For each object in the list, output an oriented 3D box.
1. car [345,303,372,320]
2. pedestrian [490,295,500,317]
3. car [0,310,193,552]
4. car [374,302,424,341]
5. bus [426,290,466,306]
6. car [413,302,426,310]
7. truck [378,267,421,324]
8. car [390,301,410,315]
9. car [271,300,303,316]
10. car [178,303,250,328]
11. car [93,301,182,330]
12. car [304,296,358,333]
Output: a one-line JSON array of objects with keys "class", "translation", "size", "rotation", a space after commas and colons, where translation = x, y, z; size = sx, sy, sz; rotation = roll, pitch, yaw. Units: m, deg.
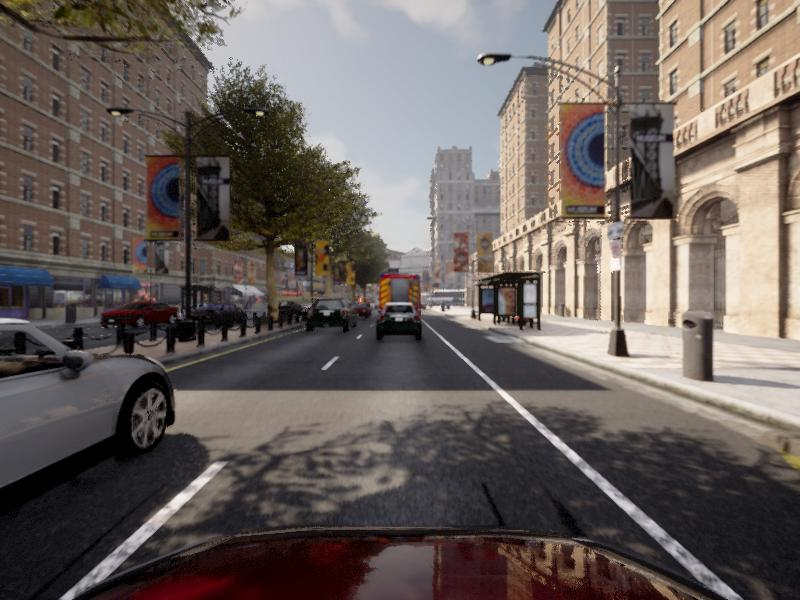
[{"class": "car", "translation": [-3.519, 0.941, 34.963], "size": [1.895, 1.301, 4.718], "rotation": [0, 0, 0]}, {"class": "pedestrian", "translation": [7.816, 0.483, 33.031], "size": [0.751, 1.860, 0.751], "rotation": [0, 0, 18]}, {"class": "car", "translation": [-3.505, 0.853, 2.965], "size": [1.970, 1.475, 3.806], "rotation": [0, 0, 0]}, {"class": "car", "translation": [-0.032, 0.852, 17.545], "size": [1.970, 1.475, 3.806], "rotation": [0, 0, 0]}, {"class": "bus", "translation": [12.079, -0.543, 105.699], "size": [10.273, 4.253, 3.944], "rotation": [0, 0, 2]}, {"class": "car", "translation": [3.208, 0.934, 65.202], "size": [1.895, 1.301, 4.718], "rotation": [0, 0, 0]}, {"class": "truck", "translation": [-0.010, -0.324, 31.153], "size": [2.891, 3.827, 8.468], "rotation": [0, 0, 0]}, {"class": "car", "translation": [-0.018, 0.833, 44.662], "size": [2.128, 1.511, 4.902], "rotation": [0, 0, 0]}, {"class": "car", "translation": [-11.515, 0.819, 41.173], "size": [1.882, 1.535, 5.008], "rotation": [0, 0, 0]}, {"class": "car", "translation": [-11.476, 0.893, 25.203], "size": [2.033, 1.411, 5.357], "rotation": [0, 0, 0]}, {"class": "car", "translation": [-14.993, 0.821, 23.305], "size": [1.882, 1.535, 5.008], "rotation": [0, 0, 0]}, {"class": "car", "translation": [-3.526, 0.692, 21.430], "size": [2.097, 1.767, 4.553], "rotation": [0, 0, 0]}]
